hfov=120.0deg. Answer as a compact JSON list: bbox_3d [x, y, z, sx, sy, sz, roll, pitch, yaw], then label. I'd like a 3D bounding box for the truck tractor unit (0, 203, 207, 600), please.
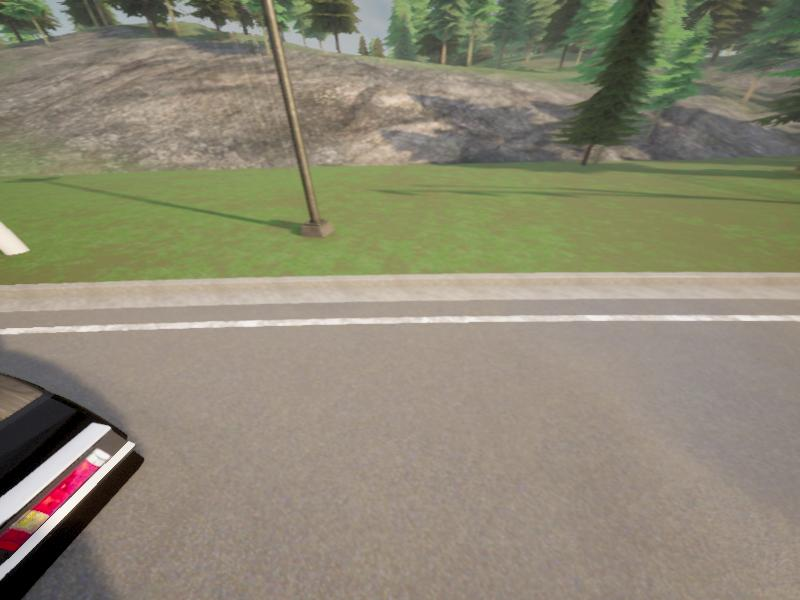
[{"bbox_3d":[-5.359,0.117,0.213,6.516,4.208,3.053,4,35,7],"label":"truck tractor unit"}]
